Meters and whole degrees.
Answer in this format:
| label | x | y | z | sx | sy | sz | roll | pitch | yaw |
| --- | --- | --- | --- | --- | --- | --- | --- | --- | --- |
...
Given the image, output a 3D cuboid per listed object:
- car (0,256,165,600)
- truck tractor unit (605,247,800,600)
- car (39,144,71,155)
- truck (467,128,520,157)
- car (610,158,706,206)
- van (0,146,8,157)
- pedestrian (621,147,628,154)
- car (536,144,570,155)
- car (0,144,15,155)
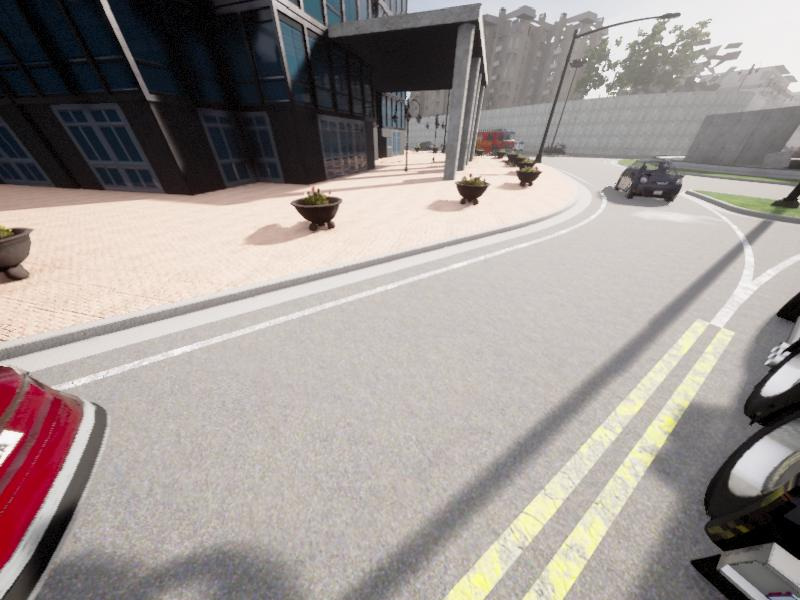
| label | x | y | z | sx | sy | sz | roll | pitch | yaw |
| --- | --- | --- | --- | --- | --- | --- | --- | --- | --- |
| car | -4.065 | 1.593 | 0.255 | 4.856 | 1.649 | 2.033 | -19 | 39 | -25 |
| truck tractor unit | 5.080 | -0.332 | 0.816 | 6.516 | 4.208 | 3.053 | -20 | 40 | -25 |
| car | -72.814 | -31.828 | 48.874 | 2.097 | 1.767 | 4.553 | -19 | 40 | -26 |
| truck | 16.092 | -27.873 | 40.836 | 2.891 | 3.827 | 8.468 | -15 | 38 | -21 |
| car | 11.930 | -5.779 | 11.067 | 1.845 | 1.501 | 3.633 | 17 | 38 | 23 |
| van | -76.503 | -27.687 | 42.829 | 1.775 | 1.987 | 4.442 | -19 | 40 | -26 |
| pedestrian | 41.794 | -27.753 | 42.956 | 0.500 | 1.100 | 0.500 | 24 | 41 | 30 |
| car | 28.851 | -28.527 | 43.768 | 2.242 | 1.667 | 4.611 | -28 | 44 | -34 |
| car | -84.954 | -31.670 | 48.551 | 2.242 | 1.667 | 4.611 | -19 | 41 | -26 |
